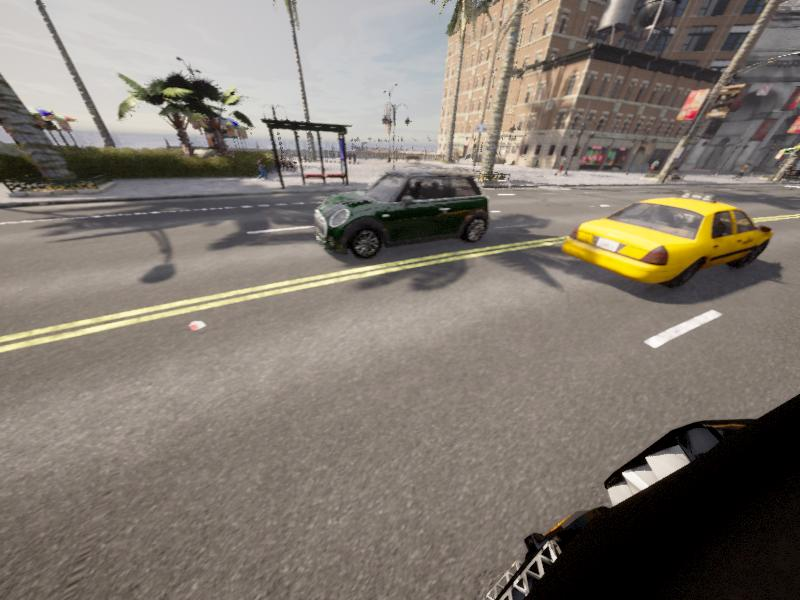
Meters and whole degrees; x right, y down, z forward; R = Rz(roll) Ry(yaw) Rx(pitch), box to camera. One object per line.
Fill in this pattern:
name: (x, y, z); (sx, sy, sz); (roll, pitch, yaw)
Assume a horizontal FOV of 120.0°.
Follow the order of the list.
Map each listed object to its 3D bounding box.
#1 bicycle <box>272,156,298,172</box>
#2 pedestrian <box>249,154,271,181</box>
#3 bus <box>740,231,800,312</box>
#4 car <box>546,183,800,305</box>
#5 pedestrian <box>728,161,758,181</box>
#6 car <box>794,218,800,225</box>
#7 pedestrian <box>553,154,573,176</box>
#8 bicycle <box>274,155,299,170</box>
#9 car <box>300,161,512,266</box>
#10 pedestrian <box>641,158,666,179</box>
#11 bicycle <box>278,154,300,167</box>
bicycle: (-8.855, -10.462, 17.837); (1.643, 1.024, 0.373); (-9, 35, -17)
pedestrian: (-8.088, -7.665, 13.379); (0.751, 1.300, 0.751); (-12, 36, -21)
bus: (12.247, -1.712, 3.367); (10.273, 4.253, 3.944); (-10, 36, -17)
car: (6.262, -1.547, 5.163); (5.366, 1.575, 1.801); (-12, 36, -19)
pedestrian: (37.793, -14.187, 25.488); (0.751, 1.860, 0.751); (3, 34, 1)
car: (18.752, -3.502, 9.051); (4.181, 1.385, 1.994); (-9, 35, -16)
pedestrian: (16.345, -13.570, 23.238); (0.751, 1.860, 0.751); (-10, 35, -17)
bicycle: (-9.498, -11.538, 19.411); (1.643, 1.024, 0.373); (-9, 35, -17)
car: (0.134, -2.460, 5.953); (4.553, 1.767, 2.097); (-13, 37, -22)
pedestrian: (26.748, -13.903, 24.379); (0.751, 1.860, 0.751); (-4, 34, -10)
bicycle: (-10.463, -13.151, 21.771); (1.643, 1.024, 0.373); (-9, 35, -17)
